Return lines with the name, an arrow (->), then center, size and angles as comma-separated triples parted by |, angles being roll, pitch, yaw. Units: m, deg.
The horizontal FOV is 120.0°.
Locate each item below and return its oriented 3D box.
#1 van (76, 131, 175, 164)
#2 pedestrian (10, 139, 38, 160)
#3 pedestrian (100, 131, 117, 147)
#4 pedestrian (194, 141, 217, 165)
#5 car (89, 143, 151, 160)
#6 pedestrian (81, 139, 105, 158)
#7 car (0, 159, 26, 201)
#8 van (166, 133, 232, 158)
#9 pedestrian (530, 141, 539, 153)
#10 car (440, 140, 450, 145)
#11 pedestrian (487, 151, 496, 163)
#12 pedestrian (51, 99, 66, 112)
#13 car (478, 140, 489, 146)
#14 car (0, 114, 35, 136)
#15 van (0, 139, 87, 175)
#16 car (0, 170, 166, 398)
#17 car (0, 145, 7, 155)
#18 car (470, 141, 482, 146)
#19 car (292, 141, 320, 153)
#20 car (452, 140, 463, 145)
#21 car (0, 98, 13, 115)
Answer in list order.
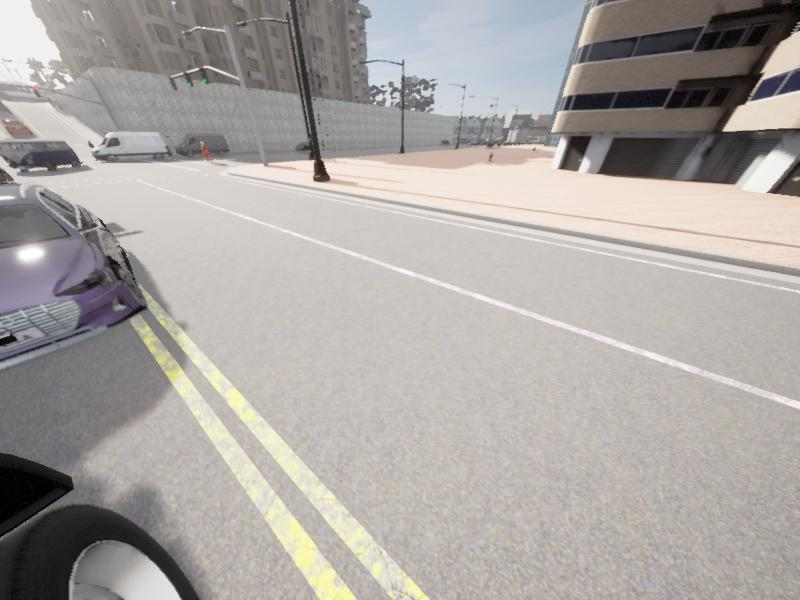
van -> -28.195, -15.989, 24.121 | 1.988, 2.561, 5.915 | 23, 41, 28
pedestrian -> -40.595, -16.296, 24.949 | 0.751, 1.860, 0.751 | 23, 41, 28
pedestrian -> -44.036, -24.306, 34.888 | 0.751, 1.860, 0.751 | 26, 42, 31
pedestrian -> -17.984, -13.634, 21.416 | 0.751, 1.860, 0.751 | 20, 40, 25
car -> -31.768, -17.018, 26.473 | 4.193, 1.474, 1.816 | -26, 43, -32
pedestrian -> -37.031, -18.306, 27.878 | 0.751, 1.860, 0.751 | 11, 36, 14
car -> -18.064, -5.156, 9.730 | 3.633, 1.501, 1.845 | 25, 42, 30
van -> -26.560, -20.754, 30.887 | 1.988, 2.561, 5.915 | 23, 41, 28
pedestrian -> 24.325, -27.673, 41.753 | 0.751, 1.860, 0.751 | 17, 39, 23
car -> 15.220, -53.675, 78.730 | 1.789, 1.549, 3.705 | 23, 41, 28
pedestrian -> 9.684, -15.154, 24.508 | 0.500, 1.100, 0.500 | -7, 36, -10
pedestrian -> -66.142, -37.697, 44.777 | 0.751, 1.860, 0.751 | 22, 41, 28
car -> 28.832, -54.079, 79.572 | 1.970, 1.475, 3.806 | 23, 41, 29
car -> -58.182, -26.453, 34.838 | 4.553, 1.767, 2.097 | 33, 45, 20
van -> -26.528, -10.641, 17.038 | 1.775, 1.987, 4.442 | -13, 37, -17
car -> -5.794, -0.722, 3.467 | 4.856, 1.649, 2.033 | 27, 43, 32
car -> -49.040, -18.420, 27.239 | 5.238, 1.638, 1.930 | 27, 43, 25
car -> 24.480, -50.586, 74.659 | 1.895, 1.301, 4.718 | 23, 41, 28
car -> -15.654, -25.593, 38.682 | 1.789, 1.549, 3.705 | 23, 41, 28
car -> 21.424, -58.737, 85.979 | 1.801, 1.575, 5.366 | 21, 40, 26
car -> -69.228, -33.477, 39.552 | 4.605, 1.855, 1.932 | 32, 45, 20
